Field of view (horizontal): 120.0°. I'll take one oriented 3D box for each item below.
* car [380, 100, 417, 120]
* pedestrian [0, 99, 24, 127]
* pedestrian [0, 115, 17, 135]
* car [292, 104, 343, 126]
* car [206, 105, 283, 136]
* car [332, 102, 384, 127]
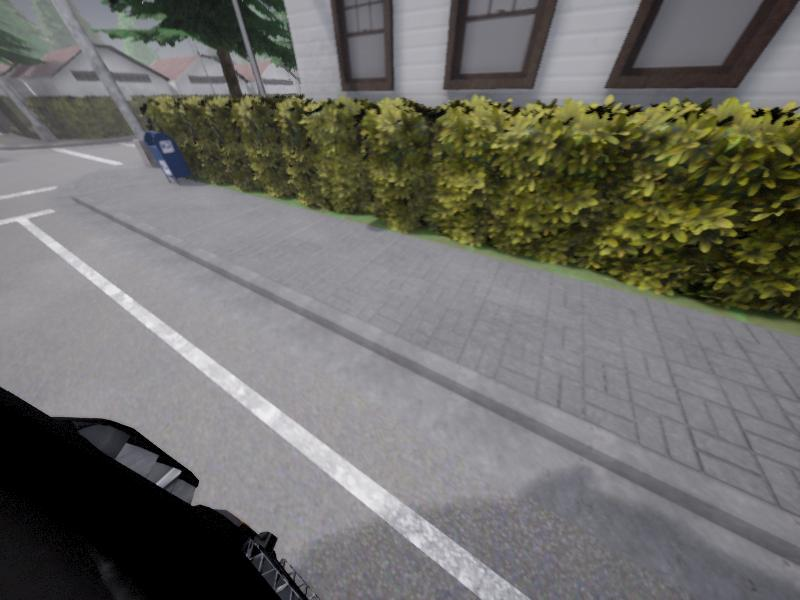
[{"bbox_3d":[-0.027,-21.722,26.300,1.882,1.535,5.008,21,46,22],"label":"car"},{"bbox_3d":[-32.987,-15.634,19.219,0.751,1.860,0.751,22,46,23],"label":"pedestrian"},{"bbox_3d":[-24.556,-11.035,13.774,0.751,1.860,0.751,22,47,23],"label":"pedestrian"},{"bbox_3d":[-7.616,-17.532,21.813,1.994,1.385,4.181,21,46,22],"label":"car"},{"bbox_3d":[-11.262,-13.356,17.109,1.816,1.474,4.193,21,46,22],"label":"car"},{"bbox_3d":[-3.725,-17.439,21.558,1.882,1.535,5.008,21,46,22],"label":"car"}]
